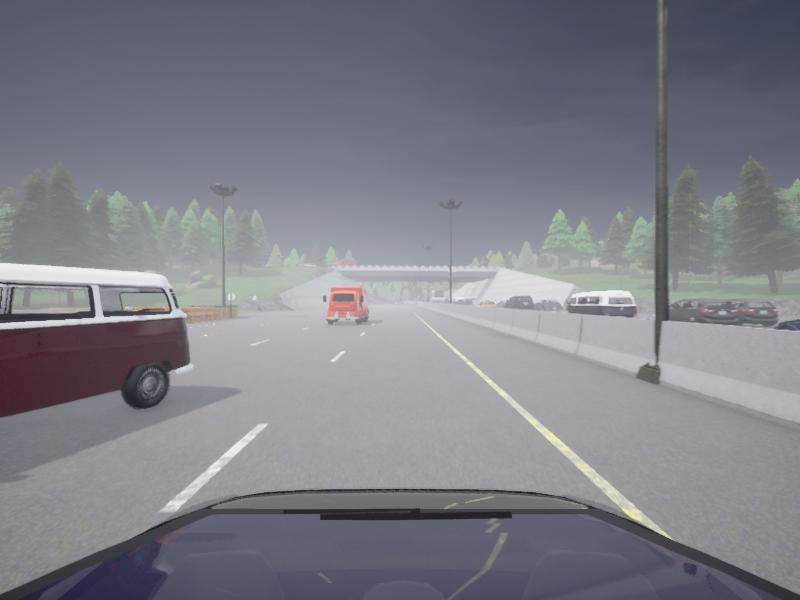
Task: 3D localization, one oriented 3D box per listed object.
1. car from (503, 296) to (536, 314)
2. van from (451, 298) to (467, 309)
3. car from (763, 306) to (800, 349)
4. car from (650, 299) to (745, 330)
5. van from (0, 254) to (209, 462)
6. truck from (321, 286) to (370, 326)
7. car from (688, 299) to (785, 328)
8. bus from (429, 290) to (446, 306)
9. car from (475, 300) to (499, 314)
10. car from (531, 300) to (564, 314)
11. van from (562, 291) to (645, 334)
[{"bbox_3d":[13.998,0.582,47.168,2.150,2.045,5.566,0,0,0],"label":"car"},{"bbox_3d":[10.498,0.595,71.503,2.069,2.038,4.480,0,0,0],"label":"van"},{"bbox_3d":[14.001,0.911,12.240,1.994,1.385,4.181,0,0,0],"label":"car"},{"bbox_3d":[17.501,0.763,23.874,2.242,1.667,4.611,0,0,0],"label":"car"},{"bbox_3d":[-4.768,0.573,4.846,2.069,2.038,4.480,0,0,13],"label":"van"},{"bbox_3d":[-3.499,0.365,26.899,2.627,2.467,5.204,0,0,0],"label":"truck"},{"bbox_3d":[20.998,0.765,25.270,2.242,1.667,4.611,0,0,0],"label":"car"},{"bbox_3d":[10.375,-0.505,112.459,3.944,4.253,10.273,0,0,0],"label":"bus"},{"bbox_3d":[10.498,0.816,48.514,1.801,1.575,5.366,0,0,0],"label":"car"},{"bbox_3d":[17.498,0.795,47.787,2.152,1.651,5.027,0,0,0],"label":"car"},{"bbox_3d":[10.498,0.578,21.100,2.069,2.038,4.480,0,0,0],"label":"van"}]
